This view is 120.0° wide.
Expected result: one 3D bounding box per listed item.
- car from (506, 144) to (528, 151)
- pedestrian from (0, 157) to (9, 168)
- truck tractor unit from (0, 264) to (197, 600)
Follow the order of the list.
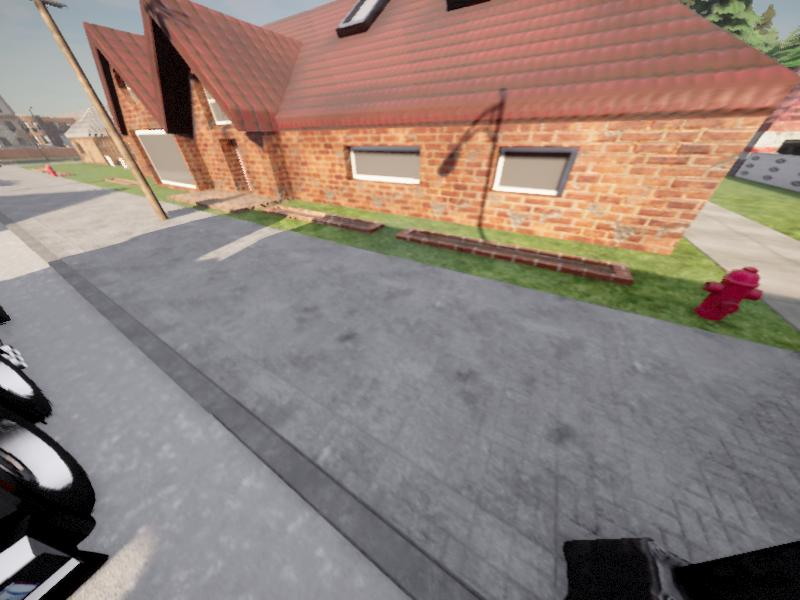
[{"bbox_3d":[29.928,-39.083,59.133,4.718,1.301,1.895,18,39,24],"label":"car"},{"bbox_3d":[-41.543,-14.607,23.585,0.751,1.860,0.751,20,40,27],"label":"pedestrian"},{"bbox_3d":[-5.116,-0.293,0.780,6.516,4.208,3.053,18,39,24],"label":"truck tractor unit"}]
